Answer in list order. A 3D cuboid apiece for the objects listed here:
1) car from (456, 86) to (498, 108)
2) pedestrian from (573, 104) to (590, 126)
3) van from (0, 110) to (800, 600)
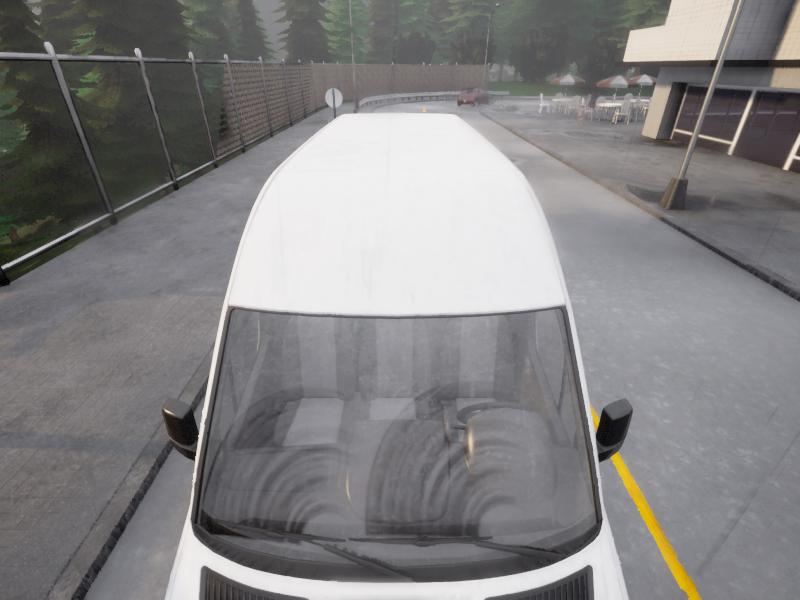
[{"bbox_3d":[6.662,-17.607,34.661,1.845,1.501,3.633,24,38,35],"label":"car"},{"bbox_3d":[10.182,-10.405,22.496,0.500,1.100,0.500,1,30,2],"label":"pedestrian"},{"bbox_3d":[-0.019,0.046,3.433,1.988,2.561,5.915,0,30,0],"label":"van"}]
